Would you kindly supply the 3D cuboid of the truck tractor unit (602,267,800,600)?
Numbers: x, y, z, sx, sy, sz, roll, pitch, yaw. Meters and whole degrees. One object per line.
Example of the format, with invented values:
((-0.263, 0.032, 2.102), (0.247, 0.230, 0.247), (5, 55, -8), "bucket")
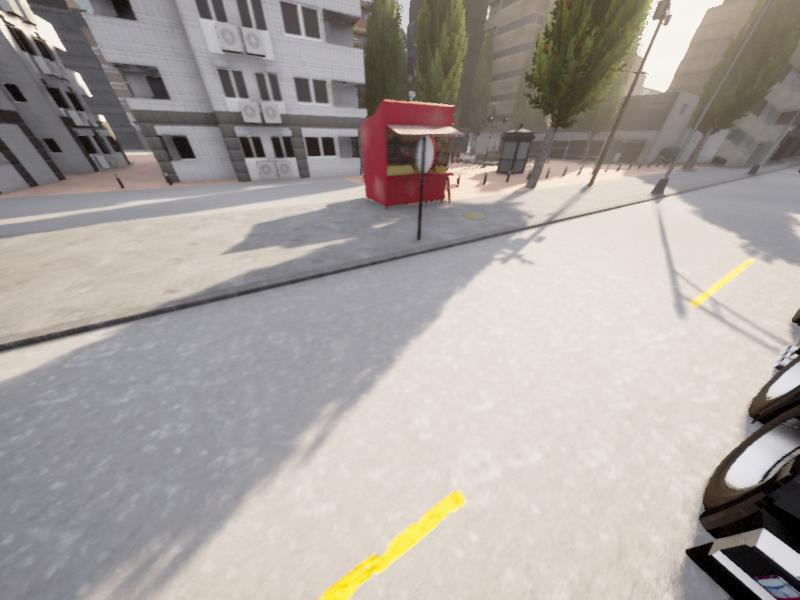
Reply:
((5.113, -0.298, 0.776), (6.516, 4.208, 3.053), (-18, 39, -24), "truck tractor unit")

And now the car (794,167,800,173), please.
((37.210, -11.924, 20.106), (4.514, 1.525, 2.007), (-18, 39, -24), "car")
